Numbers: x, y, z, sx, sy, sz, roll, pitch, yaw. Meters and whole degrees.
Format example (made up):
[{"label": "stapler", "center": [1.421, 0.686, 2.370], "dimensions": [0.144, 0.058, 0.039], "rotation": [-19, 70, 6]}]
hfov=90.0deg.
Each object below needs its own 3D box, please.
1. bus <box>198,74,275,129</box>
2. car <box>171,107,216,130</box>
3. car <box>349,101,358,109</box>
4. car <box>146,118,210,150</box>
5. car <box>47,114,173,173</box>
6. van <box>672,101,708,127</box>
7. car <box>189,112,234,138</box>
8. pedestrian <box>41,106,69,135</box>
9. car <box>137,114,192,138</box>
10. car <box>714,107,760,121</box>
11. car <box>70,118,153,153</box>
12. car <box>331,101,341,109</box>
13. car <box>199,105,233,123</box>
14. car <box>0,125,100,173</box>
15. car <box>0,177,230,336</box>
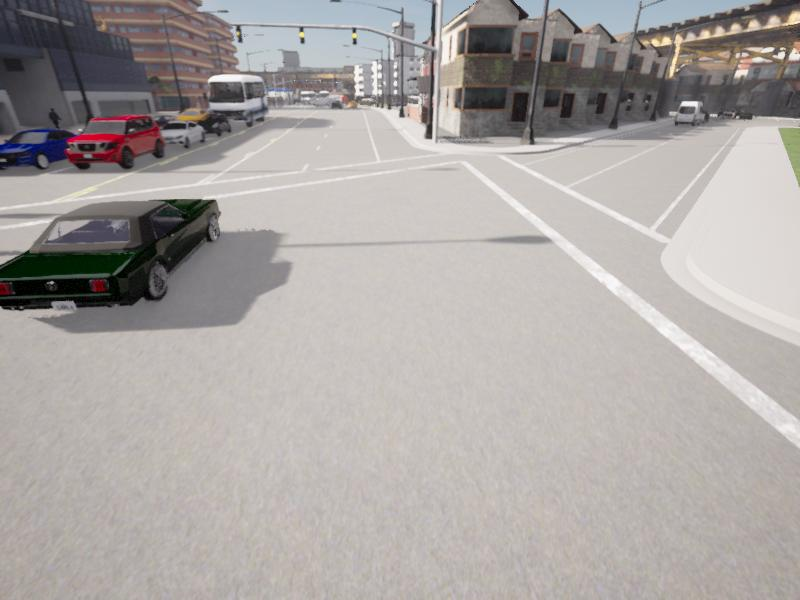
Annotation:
[{"label": "bus", "center": [-15.426, -19.550, 39.093], "dimensions": [3.944, 4.253, 10.273], "rotation": [-2, 29, -5]}, {"label": "car", "center": [-18.707, -16.594, 36.467], "dimensions": [1.882, 1.535, 5.008], "rotation": [-2, 29, -5]}, {"label": "car", "center": [-10.459, -43.558, 89.330], "dimensions": [1.882, 1.535, 5.008], "rotation": [-2, 26, -5]}, {"label": "car", "center": [-13.971, -10.650, 25.537], "dimensions": [1.812, 1.442, 4.674], "rotation": [-2, 28, -5]}, {"label": "car", "center": [-13.256, -7.563, 18.950], "dimensions": [2.150, 2.045, 5.566], "rotation": [-2, 27, -5]}, {"label": "van", "center": [34.498, -22.150, 47.534], "dimensions": [1.988, 2.561, 5.915], "rotation": [22, 34, 35]}, {"label": "car", "center": [-14.611, -13.736, 31.299], "dimensions": [1.816, 1.474, 4.193], "rotation": [-2, 28, -5]}, {"label": "pedestrian", "center": [-24.982, -12.995, 29.003], "dimensions": [0.751, 1.860, 0.751], "rotation": [1, 27, 2]}, {"label": "car", "center": [-18.073, -13.511, 30.945], "dimensions": [1.994, 1.385, 4.181], "rotation": [-2, 28, -4]}, {"label": "car", "center": [50.415, -27.941, 60.009], "dimensions": [1.930, 1.638, 5.238], "rotation": [-2, 27, -5]}, {"label": "car", "center": [-17.374, -10.137, 24.475], "dimensions": [1.837, 1.490, 4.892], "rotation": [-2, 28, -5]}, {"label": "car", "center": [-13.362, -40.822, 83.715], "dimensions": [1.882, 1.535, 5.008], "rotation": [-2, 26, -5]}, {"label": "car", "center": [-19.381, -19.787, 42.395], "dimensions": [1.812, 1.442, 4.674], "rotation": [-2, 29, -5]}, {"label": "car", "center": [-16.746, -7.182, 18.737], "dimensions": [1.882, 1.535, 5.008], "rotation": [-3, 27, -5]}, {"label": "car", "center": [-4.939, -1.180, 7.473], "dimensions": [1.895, 1.301, 4.718], "rotation": [-2, 27, -5]}]
